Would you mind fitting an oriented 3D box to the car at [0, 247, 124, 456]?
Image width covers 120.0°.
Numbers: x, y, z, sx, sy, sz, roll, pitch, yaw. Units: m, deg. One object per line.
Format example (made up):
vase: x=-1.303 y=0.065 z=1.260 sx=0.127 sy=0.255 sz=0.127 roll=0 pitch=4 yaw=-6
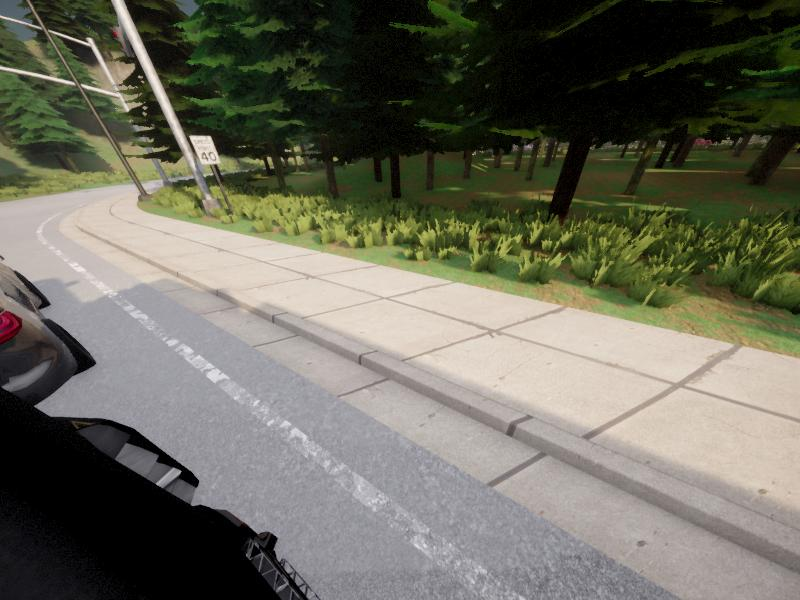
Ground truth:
car: x=-5.789 y=0.289 z=2.440 sx=4.611 sy=1.667 sz=2.242 roll=16 pitch=38 yaw=26
